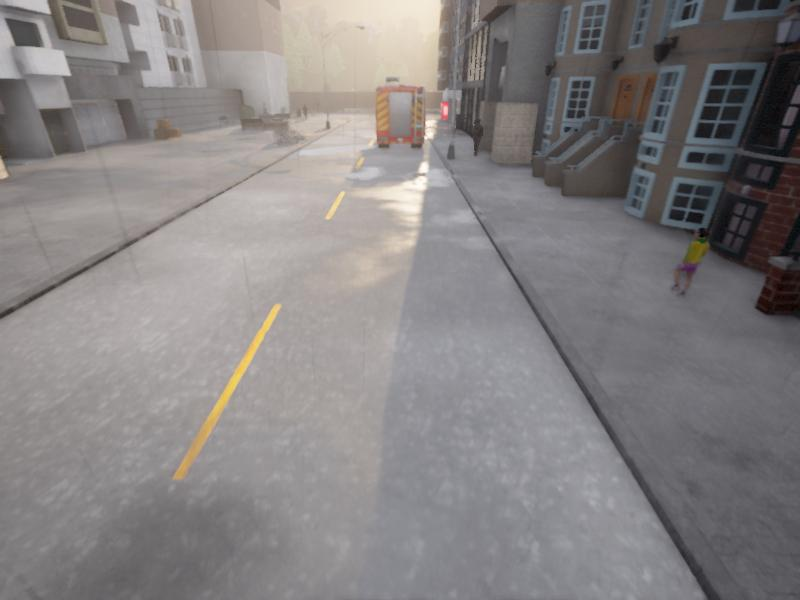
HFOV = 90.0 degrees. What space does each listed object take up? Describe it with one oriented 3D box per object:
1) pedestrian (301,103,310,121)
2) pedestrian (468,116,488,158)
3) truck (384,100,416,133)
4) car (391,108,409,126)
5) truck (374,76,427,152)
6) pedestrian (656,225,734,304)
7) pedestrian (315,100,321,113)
[{"bbox_3d":[-10.922,-21.757,46.282,0.751,1.860,0.751,-5,28,-9],"label":"pedestrian"},{"bbox_3d":[3.909,-8.192,20.112,0.751,1.860,0.751,8,28,15],"label":"pedestrian"},{"bbox_3d":[0.022,-16.368,35.505,2.627,2.467,5.204,0,27,0],"label":"truck"},{"bbox_3d":[0.024,-19.683,42.968,1.837,1.490,4.892,0,27,0],"label":"car"},{"bbox_3d":[0.024,-12.254,26.084,2.891,3.827,8.468,0,27,0],"label":"truck"},{"bbox_3d":[4.517,-0.552,6.182,0.500,1.100,0.500,-1,27,-3],"label":"pedestrian"},{"bbox_3d":[-13.607,-32.057,66.249,0.751,1.860,0.751,1,27,2],"label":"pedestrian"}]
